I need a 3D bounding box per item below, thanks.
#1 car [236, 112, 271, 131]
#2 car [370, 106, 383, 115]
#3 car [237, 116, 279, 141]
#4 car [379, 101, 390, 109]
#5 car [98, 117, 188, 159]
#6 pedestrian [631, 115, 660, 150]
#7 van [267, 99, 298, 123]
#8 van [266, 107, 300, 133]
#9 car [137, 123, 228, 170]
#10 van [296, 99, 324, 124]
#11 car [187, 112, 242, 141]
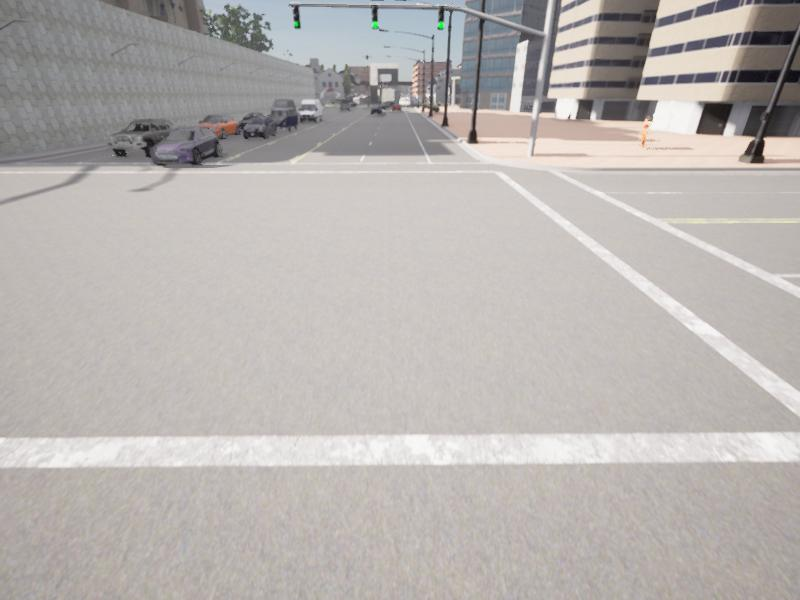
[{"bbox_3d":[-14.378,-17.705,39.556,1.816,1.474,4.193,0,27,0],"label":"car"},{"bbox_3d":[-4.100,-33.336,70.253,1.895,1.301,4.718,0,27,0],"label":"car"},{"bbox_3d":[-10.819,-13.241,30.790,1.845,1.501,3.633,0,27,0],"label":"car"},{"bbox_3d":[-3.866,-49.591,101.659,2.038,1.542,4.974,3,27,6],"label":"car"},{"bbox_3d":[-14.265,-9.243,22.610,1.932,1.855,4.605,0,26,0],"label":"car"},{"bbox_3d":[14.489,-9.904,23.662,0.751,1.860,0.751,-3,27,-6],"label":"pedestrian"},{"bbox_3d":[-14.458,-23.522,49.744,1.988,2.561,5.915,0,27,0],"label":"van"},{"bbox_3d":[-10.864,-16.915,37.453,1.775,1.987,4.442,0,27,0],"label":"van"},{"bbox_3d":[-10.599,-7.794,20.053,2.033,1.649,4.856,-2,27,-3],"label":"car"},{"bbox_3d":[-10.953,-23.184,49.089,1.988,2.561,5.915,0,27,0],"label":"van"},{"bbox_3d":[-14.320,-13.630,31.254,2.097,1.767,4.553,0,27,0],"label":"car"}]
